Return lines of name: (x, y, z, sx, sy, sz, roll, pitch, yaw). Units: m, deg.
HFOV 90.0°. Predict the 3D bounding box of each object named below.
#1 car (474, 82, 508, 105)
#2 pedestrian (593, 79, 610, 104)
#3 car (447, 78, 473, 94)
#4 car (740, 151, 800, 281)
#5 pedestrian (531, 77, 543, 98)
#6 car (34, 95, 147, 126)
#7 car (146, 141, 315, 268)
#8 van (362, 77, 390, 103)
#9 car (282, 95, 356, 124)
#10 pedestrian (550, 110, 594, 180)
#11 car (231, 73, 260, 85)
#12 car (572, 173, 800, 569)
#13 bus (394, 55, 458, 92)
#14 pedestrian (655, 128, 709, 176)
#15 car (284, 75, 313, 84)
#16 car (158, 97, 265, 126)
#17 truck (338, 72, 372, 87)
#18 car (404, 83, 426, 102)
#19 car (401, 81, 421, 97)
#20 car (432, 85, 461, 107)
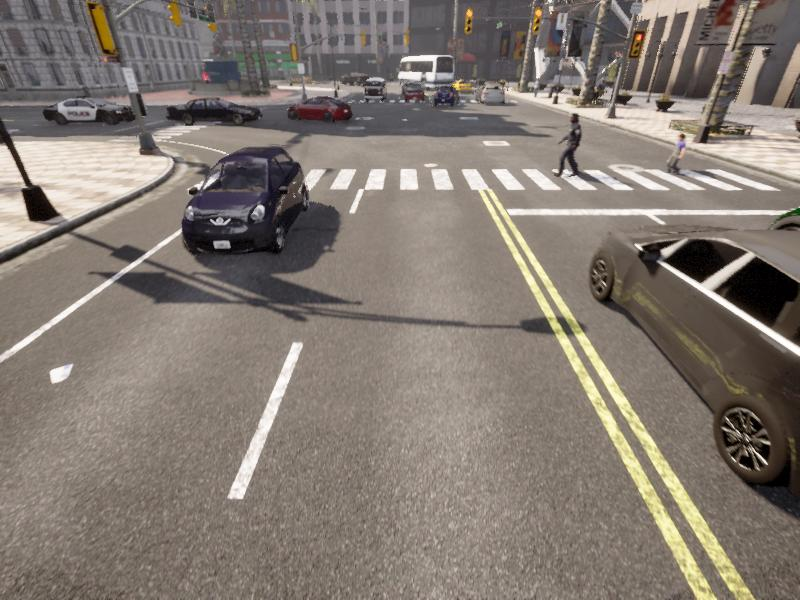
car: (8.468, -19.444, 37.559, 2.242, 1.667, 4.611, 1, 30, 1)
pedestrian: (17.377, -18.035, 34.566, 0.751, 1.860, 0.751, 2, 30, 3)
car: (7.823, -28.021, 52.323, 1.801, 1.575, 5.366, -5, 31, -8)
car: (7.483, -0.594, 5.203, 2.097, 1.767, 4.553, 1, 30, 1)
pedestrian: (13.819, -21.408, 40.354, 0.751, 1.860, 0.751, 6, 31, 11)
car: (-18.696, -11.574, 24.392, 4.974, 1.542, 2.038, 0, 30, 1)
car: (-3.041, -2.136, 8.157, 1.845, 1.501, 3.633, -1, 30, -1)
van: (-2.320, -20.756, 39.499, 2.069, 2.038, 4.480, 3, 30, 4)
car: (-5.155, -12.193, 25.531, 4.181, 1.385, 1.994, 14, 33, 23)
pedestrian: (5.135, -4.665, 12.066, 0.751, 1.860, 0.751, 5, 31, 9)
car: (-29.543, -42.295, 76.635, 4.605, 1.855, 1.932, 7, 31, 10)
car: (3.954, 0.017, 4.299, 2.242, 1.667, 4.611, 1, 30, 1)
bus: (3.371, -32.388, 57.169, 3.944, 4.253, 10.273, -16, 34, -26)
pedestrian: (8.808, -4.637, 12.552, 0.751, 1.300, 0.751, 0, 30, 0)
car: (-20.344, -44.392, 80.473, 5.366, 1.575, 1.801, 11, 32, 19)
car: (-11.340, -11.524, 24.394, 5.357, 1.411, 2.033, -1, 30, -1)
truck: (-7.931, -38.913, 70.523, 6.274, 2.098, 2.390, 25, 38, 36)
car: (1.453, -21.143, 40.692, 2.163, 1.488, 4.792, 0, 30, 0)
car: (1.277, -25.002, 47.297, 1.970, 1.475, 3.806, -2, 30, -4)
car: (4.159, -17.999, 35.250, 1.845, 1.501, 3.633, 8, 31, 14)
